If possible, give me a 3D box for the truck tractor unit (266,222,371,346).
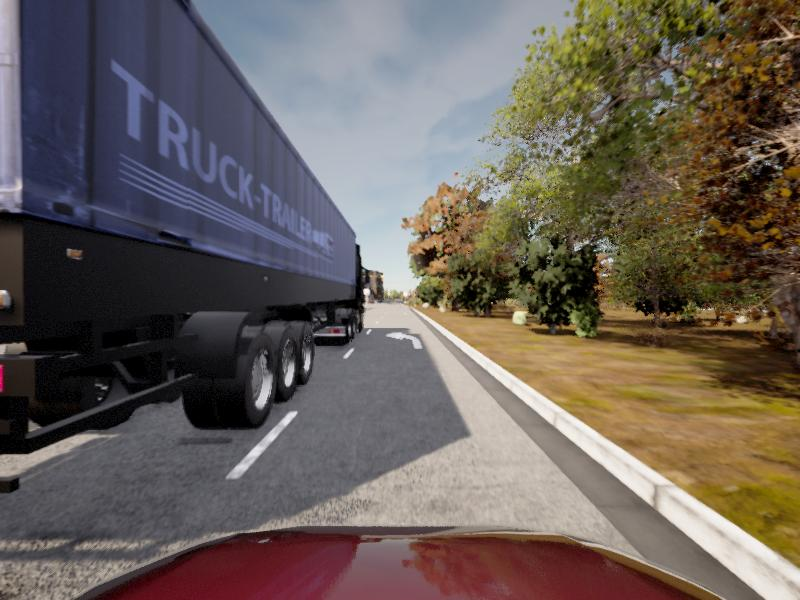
[{"bbox_3d":[-2.999,-0.574,16.774,3.053,4.208,6.516,0,1,0],"label":"truck tractor unit"}]

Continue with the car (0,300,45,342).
[{"bbox_3d":[-16.814,0.794,14.818,5.008,1.535,2.097,-1,1,-20],"label":"car"}]

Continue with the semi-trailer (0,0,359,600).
[{"bbox_3d":[-2.994,-0.630,8.861,2.717,4.402,14.254,0,0,0],"label":"semi-trailer"}]
